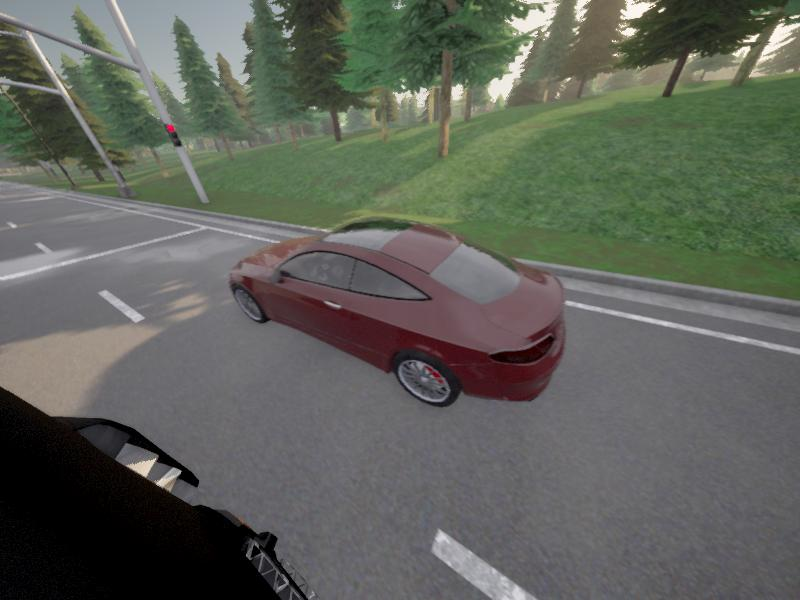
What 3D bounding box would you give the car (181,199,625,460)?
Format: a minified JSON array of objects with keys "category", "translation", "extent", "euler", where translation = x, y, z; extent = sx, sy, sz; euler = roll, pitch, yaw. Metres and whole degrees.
[{"category":"car","translation":[-0.474,-0.305,3.158],"extent":[4.674,1.442,1.812],"euler":[16,38,26]}]
